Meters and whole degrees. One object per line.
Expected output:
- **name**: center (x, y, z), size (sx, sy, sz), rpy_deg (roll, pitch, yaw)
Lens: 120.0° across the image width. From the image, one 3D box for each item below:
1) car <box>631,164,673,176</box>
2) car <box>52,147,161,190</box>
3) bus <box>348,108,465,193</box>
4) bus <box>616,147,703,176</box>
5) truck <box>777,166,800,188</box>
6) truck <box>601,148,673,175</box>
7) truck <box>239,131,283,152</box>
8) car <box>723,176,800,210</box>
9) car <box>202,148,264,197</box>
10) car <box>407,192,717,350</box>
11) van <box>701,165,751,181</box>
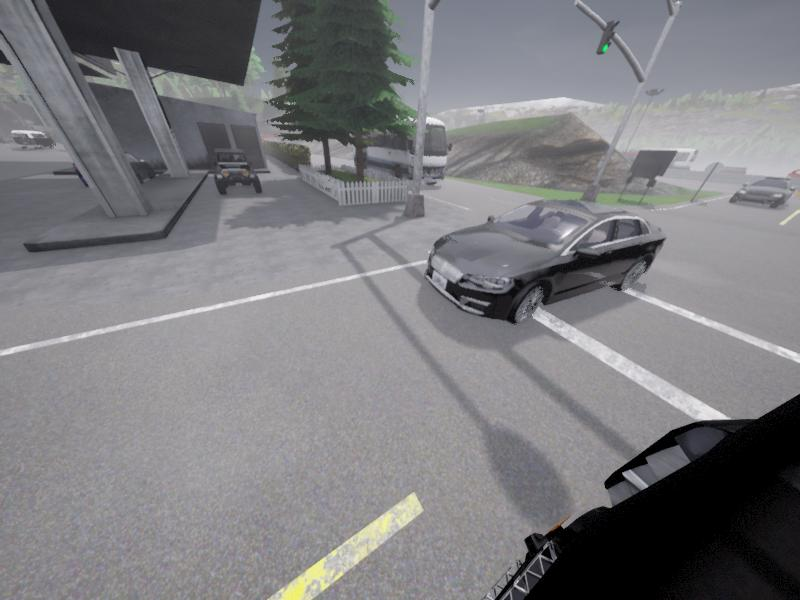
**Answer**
- **car**: center (49.190, -25.510, 45.245), size (2.152, 1.651, 5.027), rpy_deg (-16, 38, -26)
- **car**: center (-15.820, -7.472, 12.936), size (2.242, 1.667, 4.611), rpy_deg (-16, 38, -26)
- **bus**: center (-0.317, -11.898, 18.310), size (3.944, 4.253, 10.273), rpy_deg (-16, 39, -26)
- **bus**: center (51.678, -28.054, 46.623), size (3.944, 4.253, 10.273), rpy_deg (-16, 38, -26)
- **truck**: center (55.313, -16.038, 30.434), size (2.627, 2.467, 5.204), rpy_deg (-16, 38, -26)
- **truck**: center (45.157, -26.744, 44.540), size (2.891, 3.827, 8.468), rpy_deg (-16, 38, -26)
- **truck**: center (-35.206, -40.399, 58.936), size (8.468, 3.827, 2.891), rpy_deg (-5, 34, -12)
- **car**: center (23.825, -7.079, 15.035), size (4.974, 1.542, 2.038), rpy_deg (-16, 38, -26)
- **car**: center (-8.741, -6.878, 12.281), size (1.905, 1.878, 3.866), rpy_deg (-16, 38, -26)
- **car**: center (2.836, -0.999, 4.327), size (4.902, 1.511, 2.128), rpy_deg (-12, 36, -22)
- **van**: center (56.653, -22.243, 40.312), size (1.775, 1.987, 4.442), rpy_deg (-16, 38, -26)
